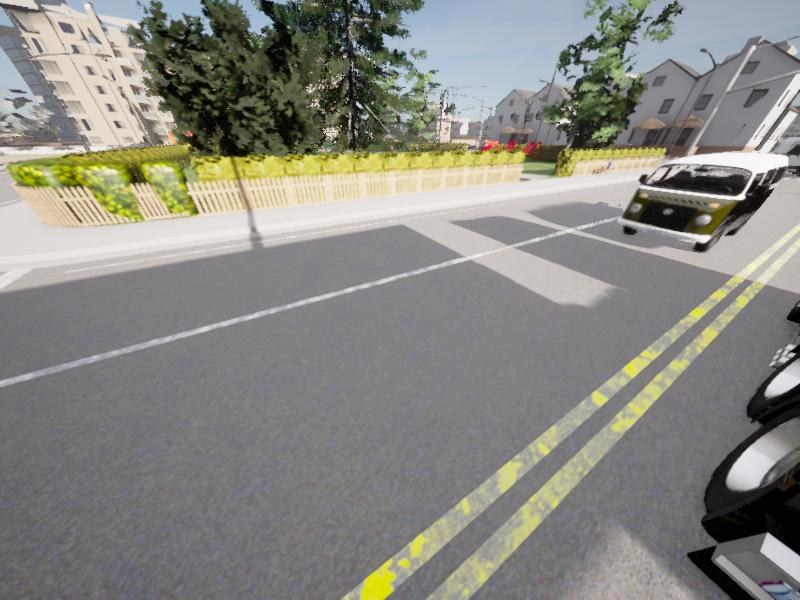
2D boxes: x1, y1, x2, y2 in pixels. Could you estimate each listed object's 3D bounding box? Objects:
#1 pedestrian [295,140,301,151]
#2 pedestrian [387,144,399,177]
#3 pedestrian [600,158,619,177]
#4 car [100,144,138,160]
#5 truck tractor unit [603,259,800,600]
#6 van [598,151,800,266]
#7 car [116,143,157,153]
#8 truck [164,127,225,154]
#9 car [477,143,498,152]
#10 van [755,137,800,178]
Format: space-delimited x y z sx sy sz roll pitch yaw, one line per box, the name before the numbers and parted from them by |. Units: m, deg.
pedestrian | -21.095 -31.924 47.789 0.751 1.860 0.751 -14 37 -20
pedestrian | -0.464 -9.456 15.669 0.751 1.860 0.751 3 35 3
pedestrian | 14.811 -9.379 16.350 0.500 1.100 0.500 -16 38 -22
car | -36.428 -19.295 30.075 1.789 1.549 3.705 -18 39 -24
truck tractor unit | 5.103 -0.309 0.792 6.516 4.208 3.053 -19 39 -24
van | 8.156 -2.740 6.227 4.480 2.038 2.069 -18 39 -24
car | -51.011 -29.556 44.844 4.792 1.488 2.163 -19 39 -22
truck | -39.553 -31.078 45.060 2.891 3.827 8.468 3 35 7
car | 20.018 -34.931 52.993 1.851 1.617 3.988 -17 39 -24
van | 32.496 -11.233 18.213 1.988 2.561 5.915 19 39 22
